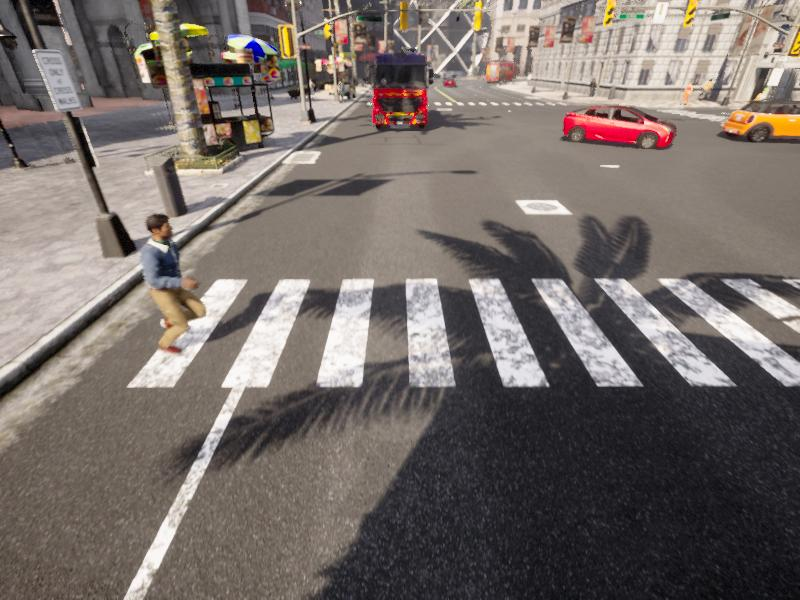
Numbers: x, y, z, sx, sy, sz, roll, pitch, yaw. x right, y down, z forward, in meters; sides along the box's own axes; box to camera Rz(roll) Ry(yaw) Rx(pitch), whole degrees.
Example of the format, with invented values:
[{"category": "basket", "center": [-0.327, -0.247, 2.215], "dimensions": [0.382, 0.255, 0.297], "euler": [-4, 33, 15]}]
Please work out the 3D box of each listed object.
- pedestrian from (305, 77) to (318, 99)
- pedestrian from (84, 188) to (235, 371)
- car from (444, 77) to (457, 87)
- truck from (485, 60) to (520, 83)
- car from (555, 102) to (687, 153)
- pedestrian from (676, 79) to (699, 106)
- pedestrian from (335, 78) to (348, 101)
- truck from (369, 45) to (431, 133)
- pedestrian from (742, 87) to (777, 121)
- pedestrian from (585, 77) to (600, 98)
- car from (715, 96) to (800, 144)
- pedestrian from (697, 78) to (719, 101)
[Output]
[{"category": "pedestrian", "center": [-8.672, -20.760, 39.135], "dimensions": [0.751, 1.860, 0.751], "euler": [24, 38, 35]}, {"category": "pedestrian", "center": [-2.508, -0.203, 4.427], "dimensions": [0.751, 1.860, 0.751], "euler": [-2, 30, -4]}, {"category": "car", "center": [8.095, -35.173, 64.522], "dimensions": [1.994, 1.385, 4.181], "euler": [3, 31, 6]}, {"category": "truck", "center": [20.591, -45.690, 80.011], "dimensions": [2.891, 3.827, 8.468], "euler": [22, 37, 33]}, {"category": "car", "center": [9.516, -7.643, 17.478], "dimensions": [4.514, 1.525, 2.007], "euler": [21, 36, 31]}, {"category": "pedestrian", "center": [23.024, -16.604, 32.067], "dimensions": [0.751, 1.860, 0.751], "euler": [-22, 37, -32]}, {"category": "pedestrian", "center": [-5.335, -19.172, 36.433], "dimensions": [0.751, 1.860, 0.751], "euler": [18, 35, 27]}, {"category": "truck", "center": [-0.005, -12.472, 23.431], "dimensions": [2.891, 3.827, 8.468], "euler": [0, 30, 0]}, {"category": "pedestrian", "center": [22.331, -12.194, 24.856], "dimensions": [0.751, 1.860, 0.751], "euler": [1, 30, 2]}, {"category": "pedestrian", "center": [19.378, -21.451, 40.322], "dimensions": [0.751, 1.860, 0.751], "euler": [1, 30, 1]}, {"category": "car", "center": [17.665, -8.167, 18.111], "dimensions": [4.553, 1.767, 2.097], "euler": [4, 31, 8]}, {"category": "pedestrian", "center": [27.872, -19.069, 36.267], "dimensions": [0.751, 1.860, 0.751], "euler": [0, 30, 0]}]
